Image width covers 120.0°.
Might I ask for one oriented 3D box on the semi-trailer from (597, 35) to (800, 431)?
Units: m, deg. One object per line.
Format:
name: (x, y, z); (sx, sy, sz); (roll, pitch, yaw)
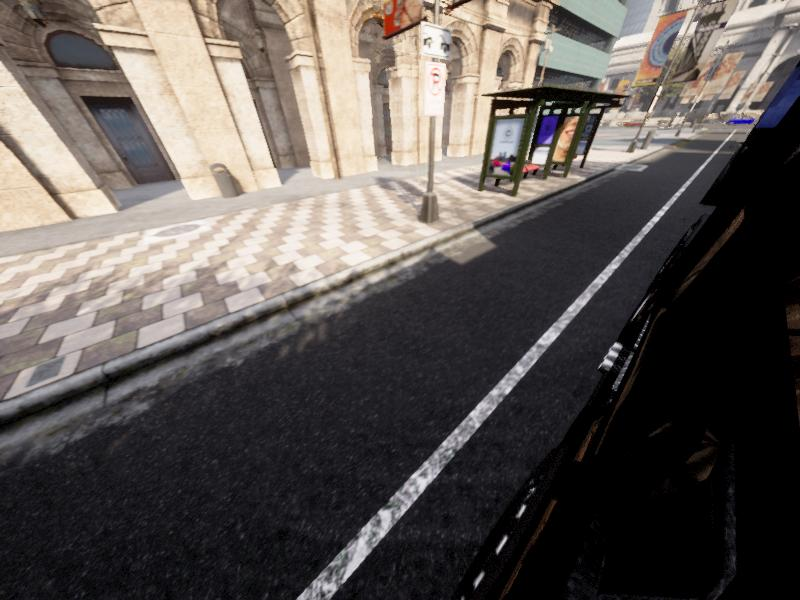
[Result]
semi-trailer: (8.734, -3.576, 4.199); (14.254, 4.402, 2.717); (-28, 43, -29)

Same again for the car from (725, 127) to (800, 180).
car: (16.538, -6.627, 10.236); (4.892, 1.490, 1.837); (-28, 44, -30)

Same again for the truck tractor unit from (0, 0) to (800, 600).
truck tractor unit: (2.645, -0.295, 0.351); (6.516, 4.208, 3.053); (-28, 44, -30)
